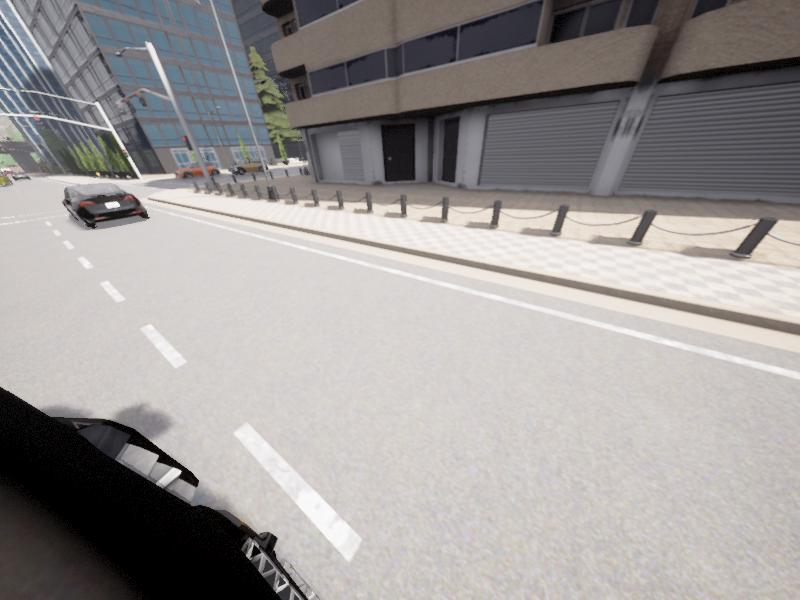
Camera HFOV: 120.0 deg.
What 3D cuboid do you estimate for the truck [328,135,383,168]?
[{"bbox_3d":[-6.586,-23.209,36.045,2.891,3.827,8.468,18,39,29],"label":"truck"}]

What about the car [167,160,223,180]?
[{"bbox_3d":[-25.585,-16.332,29.002,2.097,1.767,4.553,19,39,29],"label":"car"}]

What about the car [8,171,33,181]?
[{"bbox_3d":[-74.810,-24.414,45.498,4.514,1.525,2.007,18,39,29],"label":"car"}]

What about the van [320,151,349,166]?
[{"bbox_3d":[-11.513,-25.137,40.975,2.069,2.038,4.480,18,39,29],"label":"van"}]

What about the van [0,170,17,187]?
[{"bbox_3d":[-57.431,-17.257,32.869,4.442,1.987,1.775,25,43,35],"label":"van"}]

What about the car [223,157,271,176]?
[{"bbox_3d":[-20.057,-17.659,30.491,1.932,1.855,4.605,18,39,29],"label":"car"}]

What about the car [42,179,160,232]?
[{"bbox_3d":[-13.406,-4.388,10.349,4.792,1.488,2.163,18,39,29],"label":"car"}]
